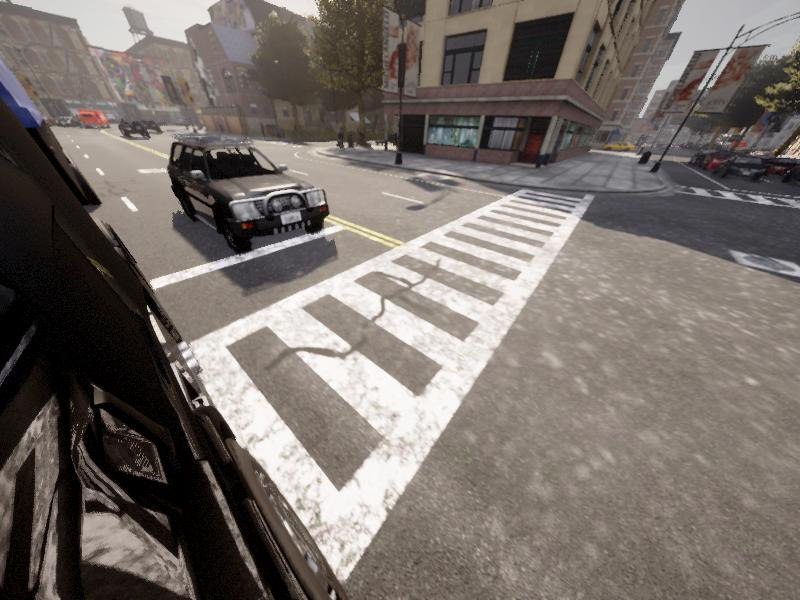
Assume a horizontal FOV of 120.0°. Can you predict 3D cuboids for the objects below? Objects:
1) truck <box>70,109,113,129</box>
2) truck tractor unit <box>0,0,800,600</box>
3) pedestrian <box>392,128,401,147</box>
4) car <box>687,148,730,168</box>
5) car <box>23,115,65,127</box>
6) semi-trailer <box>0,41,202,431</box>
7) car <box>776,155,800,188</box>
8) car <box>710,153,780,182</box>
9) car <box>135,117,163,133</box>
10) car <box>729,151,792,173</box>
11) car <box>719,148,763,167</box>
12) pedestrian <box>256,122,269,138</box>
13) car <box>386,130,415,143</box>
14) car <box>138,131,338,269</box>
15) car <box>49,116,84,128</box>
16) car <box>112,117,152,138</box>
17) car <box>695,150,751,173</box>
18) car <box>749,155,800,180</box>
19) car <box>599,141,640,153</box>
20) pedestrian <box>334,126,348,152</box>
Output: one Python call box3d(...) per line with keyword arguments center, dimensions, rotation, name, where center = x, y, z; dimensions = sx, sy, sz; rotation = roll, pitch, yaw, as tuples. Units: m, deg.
box3d(center=(-52.110, -30.664, 39.211), dimensions=(2.627, 2.467, 5.204), rotation=(-21, 43, -28), name="truck")
box3d(center=(-2.645, -0.295, 0.351), dimensions=(6.516, 4.208, 3.053), rotation=(28, 44, 30), name="truck tractor unit")
box3d(center=(-0.435, -20.060, 28.557), dimensions=(0.751, 1.860, 0.751), rotation=(30, 45, 31), name="pedestrian")
box3d(center=(35.027, -16.302, 26.395), dimensions=(1.837, 1.490, 4.892), rotation=(28, 43, 29), name="car")
box3d(center=(-59.063, -29.789, 38.451), dimensions=(2.002, 1.452, 4.674), rotation=(-18, 41, -25), name="car")
box3d(center=(-8.714, -3.595, 4.211), dimensions=(14.254, 4.402, 2.717), rotation=(28, 44, 30), name="semi-trailer")
box3d(center=(28.107, -8.290, 15.112), dimensions=(2.242, 1.667, 4.611), rotation=(28, 44, 30), name="car")
box3d(center=(26.645, -10.433, 18.069), dimensions=(1.812, 1.442, 4.674), rotation=(28, 44, 30), name="car")
box3d(center=(-38.770, -27.026, 35.698), dimensions=(4.605, 1.855, 1.932), rotation=(31, 46, 33), name="car")
box3d(center=(36.998, -14.362, 23.916), dimensions=(2.128, 1.511, 4.902), rotation=(28, 44, 30), name="car")
box3d(center=(41.246, -17.330, 28.069), dimensions=(1.851, 1.617, 3.988), rotation=(28, 44, 30), name="car")
box3d(center=(-19.335, -23.954, 32.554), dimensions=(0.751, 1.860, 0.751), rotation=(12, 38, 12), name="pedestrian")
box3d(center=(0.112, -27.804, 39.407), dimensions=(1.930, 1.638, 5.238), rotation=(28, 43, 30), name="car")
box3d(center=(-3.803, -2.691, 5.434), dimensions=(4.605, 1.855, 1.932), rotation=(28, 44, 30), name="car")
box3d(center=(-55.623, -29.742, 38.660), dimensions=(1.970, 1.475, 3.806), rotation=(-19, 42, -26), name="car")
box3d(center=(-31.326, -20.157, 27.002), dimensions=(4.605, 1.855, 1.932), rotation=(29, 44, 30), name="car")
box3d(center=(30.866, -13.417, 22.253), dimensions=(2.007, 1.525, 4.514), rotation=(28, 44, 30), name="car")
box3d(center=(32.731, -11.365, 19.764), dimensions=(1.994, 1.385, 4.181), rotation=(28, 44, 30), name="car")
box3d(center=(42.442, -29.794, 44.806), dimensions=(5.366, 1.575, 1.801), rotation=(15, 38, 15), name="car")
box3d(center=(-5.320, -14.561, 20.906), dimensions=(0.751, 1.860, 0.751), rotation=(-29, 47, -35), name="pedestrian")
